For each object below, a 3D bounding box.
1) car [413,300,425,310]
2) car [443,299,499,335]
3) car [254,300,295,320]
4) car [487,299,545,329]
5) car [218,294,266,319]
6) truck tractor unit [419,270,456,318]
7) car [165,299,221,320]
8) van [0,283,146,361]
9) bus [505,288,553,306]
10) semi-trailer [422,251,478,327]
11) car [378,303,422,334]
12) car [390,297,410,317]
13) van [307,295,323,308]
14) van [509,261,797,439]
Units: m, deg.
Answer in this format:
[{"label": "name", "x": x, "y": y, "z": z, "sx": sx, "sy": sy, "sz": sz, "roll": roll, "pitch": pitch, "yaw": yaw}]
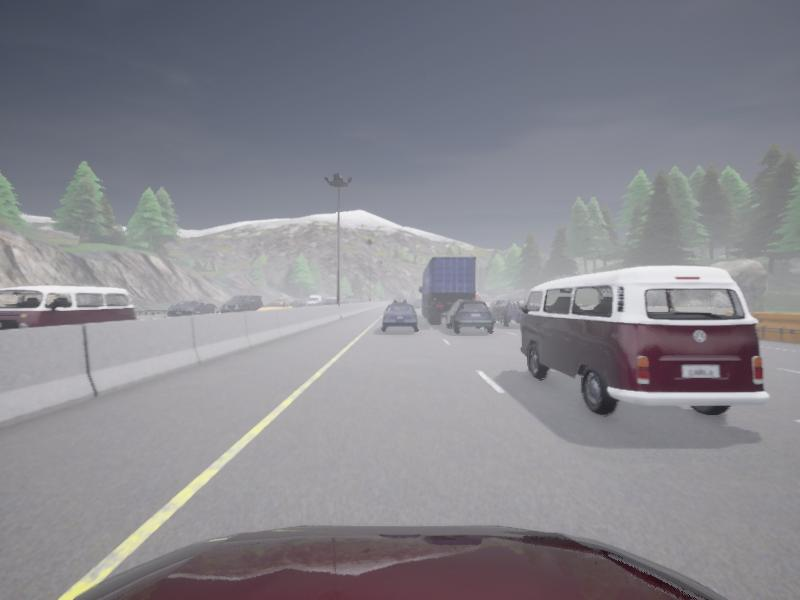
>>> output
[{"label": "car", "x": 3.248, "y": 0.752, "z": 68.009, "sx": 2.033, "sy": 1.649, "sz": 4.856, "roll": 0, "pitch": 0, "yaw": 3}, {"label": "car", "x": 3.485, "y": 0.770, "z": 20.623, "sx": 2.033, "sy": 1.649, "sz": 4.856, "roll": 0, "pitch": 0, "yaw": 0}, {"label": "car", "x": -10.506, "y": 0.789, "z": 33.970, "sx": 1.801, "sy": 1.575, "sz": 5.366, "roll": 0, "pitch": 0, "yaw": 0}, {"label": "car", "x": 6.995, "y": 0.771, "z": 24.759, "sx": 2.152, "sy": 1.651, "sz": 5.027, "roll": 0, "pitch": 0, "yaw": 0}, {"label": "car", "x": -14.008, "y": 0.554, "z": 35.902, "sx": 2.150, "sy": 2.045, "sz": 5.566, "roll": 0, "pitch": 0, "yaw": 0}, {"label": "truck tractor unit", "x": 3.410, "y": -0.538, "z": 38.100, "sx": 3.053, "sy": 4.208, "sz": 6.516, "roll": 0, "pitch": 0, "yaw": 1}, {"label": "car", "x": -17.506, "y": 0.768, "z": 34.165, "sx": 2.152, "sy": 1.651, "sz": 5.027, "roll": 0, "pitch": 0, "yaw": 0}, {"label": "van", "x": -10.504, "y": 0.567, "z": 12.664, "sx": 2.069, "sy": 2.038, "sz": 4.480, "roll": 0, "pitch": 0, "yaw": 0}, {"label": "bus", "x": 30.688, "y": -0.766, "z": 95.611, "sx": 10.273, "sy": 4.253, "sz": 3.944, "roll": 0, "pitch": 0, "yaw": 1}, {"label": "semi-trailer", "x": 3.268, "y": -0.630, "z": 30.187, "sx": 2.717, "sy": 4.402, "sz": 14.254, "roll": 0, "pitch": 0, "yaw": 1}, {"label": "car", "x": -0.002, "y": 0.887, "z": 21.477, "sx": 2.033, "sy": 1.411, "sz": 5.357, "roll": 0, "pitch": 0, "yaw": 0}, {"label": "car", "x": -0.001, "y": 0.637, "z": 40.127, "sx": 1.932, "sy": 1.855, "sz": 4.605, "roll": 0, "pitch": 0, "yaw": 0}, {"label": "van", "x": -17.519, "y": 0.292, "z": 82.335, "sx": 1.988, "sy": 2.561, "sz": 5.915, "roll": 0, "pitch": 0, "yaw": 0}, {"label": "van", "x": 3.499, "y": 0.570, "z": 6.811, "sx": 2.069, "sy": 2.038, "sz": 4.480, "roll": 0, "pitch": 0, "yaw": 0}]
